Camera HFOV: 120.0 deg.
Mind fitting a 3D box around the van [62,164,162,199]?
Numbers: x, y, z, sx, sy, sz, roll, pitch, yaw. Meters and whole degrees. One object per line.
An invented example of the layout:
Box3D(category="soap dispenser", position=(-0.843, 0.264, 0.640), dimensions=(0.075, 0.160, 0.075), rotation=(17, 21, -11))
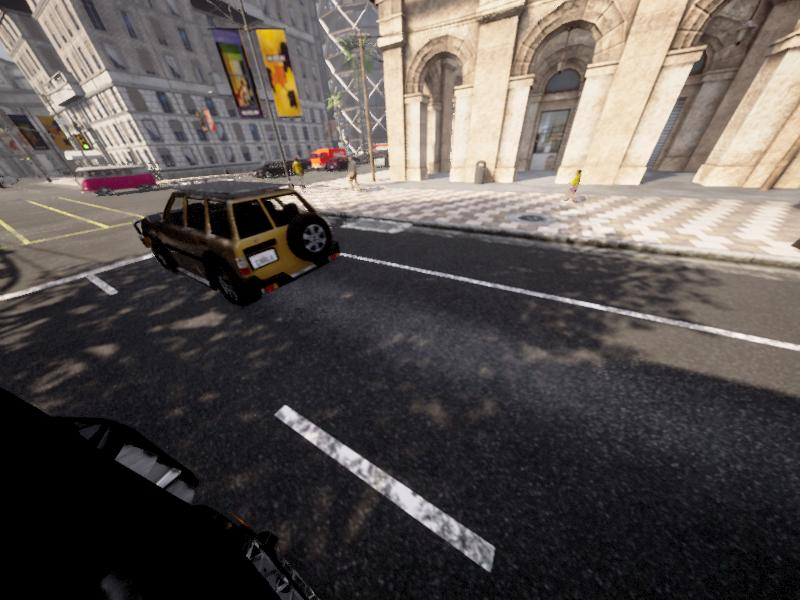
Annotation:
Box3D(category="van", position=(-23.055, -9.741, 18.803), dimensions=(1.775, 1.987, 4.442), rotation=(15, 38, 26))

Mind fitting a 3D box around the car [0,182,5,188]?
Box3D(category="car", position=(-56.806, -16.181, 31.712), dimensions=(5.008, 1.535, 1.882), rotation=(16, 38, 27))

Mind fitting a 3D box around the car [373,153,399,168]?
Box3D(category="car", position=(-1.826, -19.250, 31.855), dimensions=(1.845, 1.501, 3.633), rotation=(16, 38, 26))

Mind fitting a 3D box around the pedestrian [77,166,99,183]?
Box3D(category="pedestrian", position=(-39.241, -15.795, 29.077), dimensions=(0.751, 1.860, 0.751), rotation=(14, 37, 24))

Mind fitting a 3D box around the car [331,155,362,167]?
Box3D(category="car", position=(-8.961, -23.712, 39.311), dimensions=(2.033, 1.411, 5.357), rotation=(16, 38, 26))

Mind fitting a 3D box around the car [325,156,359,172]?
Box3D(category="car", position=(-7.371, -17.556, 29.799), dimensions=(1.816, 1.474, 4.193), rotation=(15, 38, 26))

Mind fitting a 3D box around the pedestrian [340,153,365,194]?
Box3D(category="pedestrian", position=(-2.584, -6.922, 12.658), dimensions=(0.751, 1.860, 0.751), rotation=(23, 41, 34))

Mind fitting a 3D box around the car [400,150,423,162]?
Box3D(category="car", position=(2.223, -27.206, 43.453), dimensions=(1.930, 1.638, 5.238), rotation=(16, 38, 26))

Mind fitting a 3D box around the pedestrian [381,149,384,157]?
Box3D(category="pedestrian", position=(-4.718, -39.785, 62.522), dimensions=(0.751, 1.860, 0.751), rotation=(-4, 33, -1))

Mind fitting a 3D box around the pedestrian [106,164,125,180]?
Box3D(category="pedestrian", position=(-40.226, -18.117, 32.667), dimensions=(0.751, 1.860, 0.751), rotation=(11, 36, 20))

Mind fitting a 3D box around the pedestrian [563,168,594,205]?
Box3D(category="pedestrian", position=(6.402, -4.088, 8.327), dimensions=(0.500, 1.100, 0.500), rotation=(26, 43, 36))

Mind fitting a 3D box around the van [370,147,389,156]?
Box3D(category="van", position=(-7.176, -52.226, 81.200), dimensions=(5.915, 2.561, 1.988), rotation=(8, 35, 17))

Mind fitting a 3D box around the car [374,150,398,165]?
Box3D(category="car", position=(-2.225, -22.869, 37.031), dimensions=(1.905, 1.878, 3.866), rotation=(16, 38, 26))

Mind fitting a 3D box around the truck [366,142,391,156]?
Box3D(category="truck", position=(-7.860, -54.916, 84.188), dimensions=(8.468, 3.827, 2.891), rotation=(8, 35, 17))

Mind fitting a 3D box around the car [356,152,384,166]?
Box3D(category="car", position=(-4.939, -23.960, 39.131), dimensions=(1.930, 1.638, 5.238), rotation=(16, 38, 26))

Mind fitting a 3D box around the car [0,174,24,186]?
Box3D(category="car", position=(-62.877, -18.858, 36.339), dimensions=(1.812, 1.442, 4.674), rotation=(-20, 37, -24))

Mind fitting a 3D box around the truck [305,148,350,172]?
Box3D(category="truck", position=(-9.852, -19.390, 31.878), dimensions=(2.627, 2.467, 5.204), rotation=(15, 37, 26))

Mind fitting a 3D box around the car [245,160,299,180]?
Box3D(category="car", position=(-14.120, -14.591, 25.854), dimensions=(1.837, 1.490, 4.892), rotation=(14, 37, 25))

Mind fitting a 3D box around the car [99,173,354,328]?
Box3D(category="car", position=(-3.472, -1.425, 4.725), dimensions=(4.605, 1.855, 1.932), rotation=(17, 38, 27))

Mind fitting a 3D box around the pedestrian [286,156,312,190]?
Box3D(category="pedestrian", position=(-6.389, -8.090, 14.736), dimensions=(0.751, 1.860, 0.751), rotation=(6, 35, 14))

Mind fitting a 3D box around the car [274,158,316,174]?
Box3D(category="car", position=(-14.249, -18.430, 31.666), dimensions=(1.837, 1.490, 4.892), rotation=(15, 38, 26))
